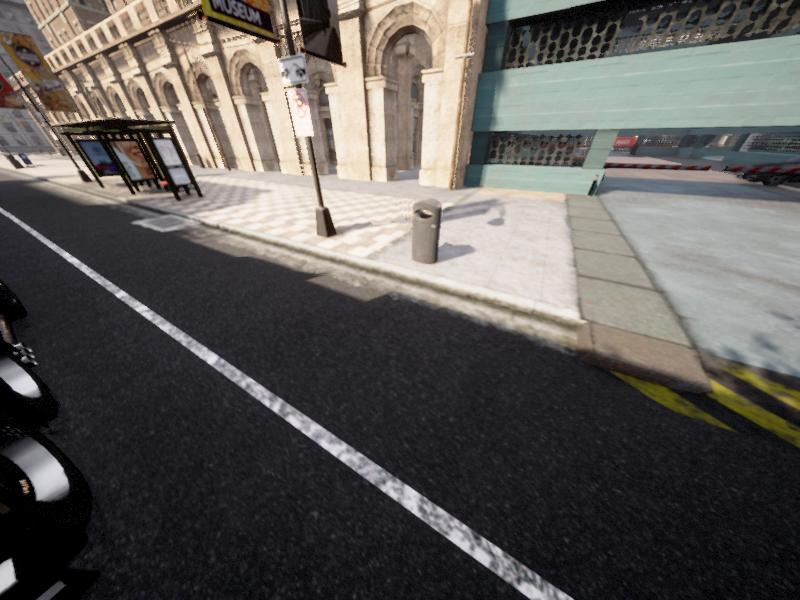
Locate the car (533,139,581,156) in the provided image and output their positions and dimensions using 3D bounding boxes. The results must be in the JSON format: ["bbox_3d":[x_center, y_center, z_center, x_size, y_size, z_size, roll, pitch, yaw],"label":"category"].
[{"bbox_3d":[23.620,-23.225,35.046,5.566,2.045,2.435,18,39,24],"label":"car"}]

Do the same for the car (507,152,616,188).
[{"bbox_3d":[9.187,-7.765,13.622,4.786,1.482,2.161,18,39,24],"label":"car"}]

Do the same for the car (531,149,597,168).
[{"bbox_3d":[15.253,-13.401,21.758,4.718,1.301,1.895,18,39,24],"label":"car"}]

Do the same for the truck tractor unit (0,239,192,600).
[{"bbox_3d":[-5.065,-0.345,0.836,6.516,4.208,3.053,20,40,26],"label":"truck tractor unit"}]

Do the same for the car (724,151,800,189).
[{"bbox_3d":[21.305,-6.638,11.833,4.902,1.511,2.128,18,39,24],"label":"car"}]

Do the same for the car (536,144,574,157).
[{"bbox_3d":[23.571,-22.919,35.293,4.514,1.523,2.007,18,39,24],"label":"car"}]
